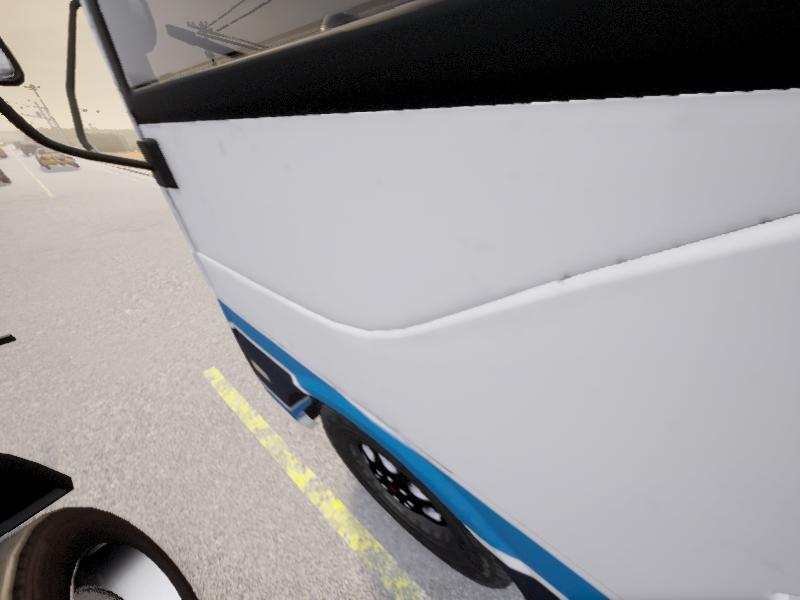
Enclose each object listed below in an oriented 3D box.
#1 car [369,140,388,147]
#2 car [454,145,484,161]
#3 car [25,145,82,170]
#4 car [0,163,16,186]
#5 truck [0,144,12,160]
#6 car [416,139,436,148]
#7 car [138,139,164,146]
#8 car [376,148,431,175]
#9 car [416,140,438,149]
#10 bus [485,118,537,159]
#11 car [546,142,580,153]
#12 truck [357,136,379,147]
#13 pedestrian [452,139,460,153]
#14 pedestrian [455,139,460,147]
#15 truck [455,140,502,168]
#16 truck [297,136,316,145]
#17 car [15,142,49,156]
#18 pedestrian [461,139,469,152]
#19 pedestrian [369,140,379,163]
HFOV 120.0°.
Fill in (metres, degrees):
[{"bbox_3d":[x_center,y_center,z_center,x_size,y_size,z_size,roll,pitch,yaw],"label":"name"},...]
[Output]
[{"bbox_3d":[-6.096,-44.301,65.453,4.892,1.490,1.837,20,39,25],"label":"car"},{"bbox_3d":[8.980,-19.210,29.996,2.128,1.511,4.902,20,40,26],"label":"car"},{"bbox_3d":[-29.241,-12.103,19.488,5.366,1.575,1.801,22,41,28],"label":"car"},{"bbox_3d":[-23.388,-7.237,12.605,3.988,1.617,1.851,22,41,28],"label":"car"},{"bbox_3d":[-47.235,-17.378,26.045,5.204,2.467,2.627,23,41,27],"label":"truck"},{"bbox_3d":[6.675,-39.926,59.020,4.605,1.855,1.932,20,39,25],"label":"car"},{"bbox_3d":[-72.760,-46.010,67.450,1.812,1.442,4.674,20,40,26],"label":"car"},{"bbox_3d":[0.439,-11.484,18.965,2.128,1.511,4.902,20,40,26],"label":"car"},{"bbox_3d":[6.557,-37.520,55.789,4.856,1.649,2.033,20,39,25],"label":"car"},{"bbox_3d":[16.064,-23.096,33.190,3.944,4.253,10.273,20,40,26],"label":"bus"},{"bbox_3d":[30.783,-28.915,43.802,4.856,1.649,2.033,19,39,25],"label":"car"},{"bbox_3d":[-8.636,-43.238,63.083,5.204,2.467,2.627,20,39,25],"label":"truck"},{"bbox_3d":[9.138,-24.996,37.598,0.751,1.860,0.751,28,44,34],"label":"pedestrian"},{"bbox_3d":[16.287,-44.587,65.477,0.751,1.860,0.751,20,40,26],"label":"pedestrian"},{"bbox_3d":[7.982,-14.782,23.195,2.390,2.098,6.274,20,40,26],"label":"truck"},{"bbox_3d":[-31.417,-53.675,77.717,5.204,2.467,2.627,20,39,25],"label":"truck"},{"bbox_3d":[-50.955,-20.964,31.963,4.892,1.490,1.837,22,41,28],"label":"car"},{"bbox_3d":[11.368,-26.934,40.370,0.751,1.860,0.751,22,41,28],"label":"pedestrian"},{"bbox_3d":[-2.586,-14.850,23.103,0.751,1.860,0.751,9,36,13],"label":"pedestrian"}]
